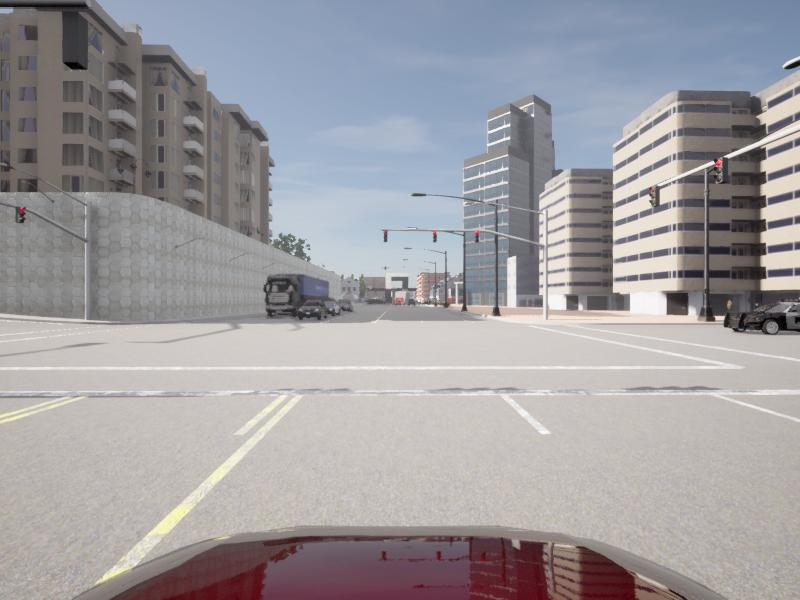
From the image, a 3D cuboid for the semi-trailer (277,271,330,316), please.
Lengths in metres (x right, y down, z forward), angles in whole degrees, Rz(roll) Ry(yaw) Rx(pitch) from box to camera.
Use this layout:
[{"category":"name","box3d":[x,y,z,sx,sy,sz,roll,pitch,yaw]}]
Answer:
[{"category":"semi-trailer","box3d":[-10.696,-0.620,46.267,2.717,4.402,14.254,0,0,0]}]

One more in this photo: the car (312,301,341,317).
[{"category":"car","box3d":[-7.185,0.826,39.629,2.038,1.542,4.974,0,0,0]}]

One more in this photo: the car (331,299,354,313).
[{"category":"car","box3d":[-7.233,0.751,50.726,2.242,1.667,4.611,0,1,0]}]

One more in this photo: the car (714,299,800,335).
[{"category":"car","box3d":[18.269,0.771,18.959,5.238,1.638,1.930,0,0,-1]}]

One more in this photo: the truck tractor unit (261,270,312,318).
[{"category":"truck tractor unit","box3d":[-10.685,-0.514,38.352,3.053,4.208,6.516,0,0,0]}]

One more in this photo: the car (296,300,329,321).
[{"category":"car","box3d":[-7.138,0.788,33.005,1.851,1.617,3.988,0,0,0]}]
